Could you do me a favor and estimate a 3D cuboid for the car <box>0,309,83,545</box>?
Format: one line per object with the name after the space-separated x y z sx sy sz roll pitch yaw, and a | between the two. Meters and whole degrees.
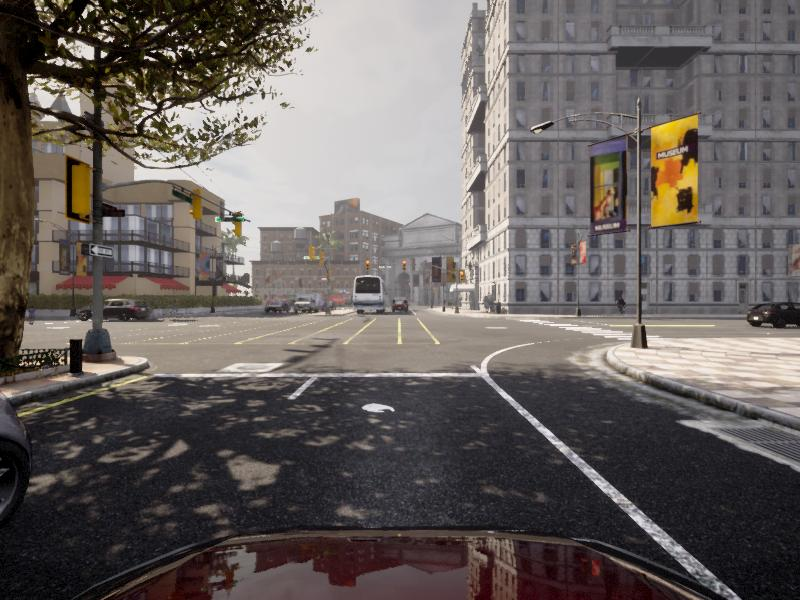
-3.492 0.826 1.425 1.845 1.501 3.633 0 0 0 | car

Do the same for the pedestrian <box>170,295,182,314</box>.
-22.531 0.479 40.217 0.751 1.860 0.751 0 0 10 | pedestrian

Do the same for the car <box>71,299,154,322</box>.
-21.284 0.752 29.772 4.611 1.667 2.242 0 0 0 | car

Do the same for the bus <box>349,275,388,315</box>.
-3.622 -0.541 48.601 3.944 4.253 10.273 0 0 0 | bus

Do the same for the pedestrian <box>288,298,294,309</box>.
-19.079 0.627 70.009 0.751 1.860 0.751 0 0 -36 | pedestrian

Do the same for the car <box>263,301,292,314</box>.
-15.001 0.888 49.342 2.033 1.411 5.357 0 0 0 | car

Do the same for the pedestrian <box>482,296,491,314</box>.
9.101 0.479 42.082 0.751 1.860 0.751 0 0 -7 | pedestrian

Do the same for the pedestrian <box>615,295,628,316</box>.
20.315 0.480 36.752 0.751 1.860 0.751 0 0 -5 | pedestrian

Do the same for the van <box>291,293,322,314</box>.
-11.502 0.371 49.802 2.351 2.431 6.366 0 0 0 | van

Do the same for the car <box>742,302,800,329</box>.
22.546 0.851 23.029 4.193 1.474 1.816 0 0 0 | car

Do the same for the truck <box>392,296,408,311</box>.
0.000 0.534 59.649 2.390 2.098 6.274 0 0 0 | truck
